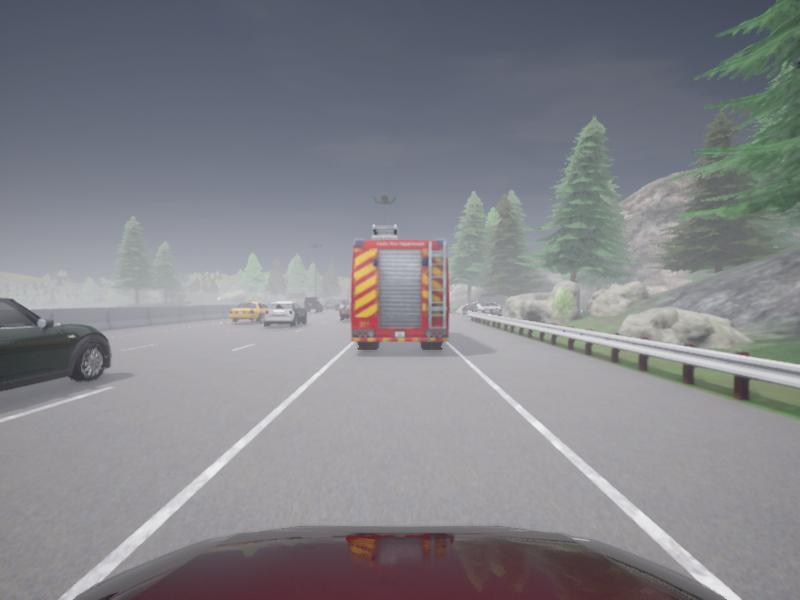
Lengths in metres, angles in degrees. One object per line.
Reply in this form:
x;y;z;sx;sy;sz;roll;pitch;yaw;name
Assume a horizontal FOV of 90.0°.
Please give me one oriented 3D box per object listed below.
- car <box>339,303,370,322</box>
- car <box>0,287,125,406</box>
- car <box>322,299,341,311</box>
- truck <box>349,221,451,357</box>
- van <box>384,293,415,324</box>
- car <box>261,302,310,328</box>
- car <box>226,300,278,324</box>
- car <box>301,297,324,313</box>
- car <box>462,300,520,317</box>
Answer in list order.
-3.528;0.937;31.581;1.895;1.301;4.718;0;0;0;car
-7.003;0.693;6.375;2.097;1.767;4.553;0;0;0;car
-10.619;0.743;62.362;2.242;1.667;4.611;0;0;0;car
0.001;-0.324;15.483;2.891;3.827;8.468;0;0;0;truck
-0.008;0.565;28.979;2.069;2.038;4.480;0;0;1;van
-7.012;0.847;24.900;1.970;1.475;3.806;0;0;0;car
-10.521;0.794;28.927;1.801;1.575;5.366;0;0;0;car
-10.579;0.629;48.715;1.905;1.878;3.866;0;-1;0;car
8.533;0.813;37.671;4.974;1.542;2.038;0;0;-4;car
